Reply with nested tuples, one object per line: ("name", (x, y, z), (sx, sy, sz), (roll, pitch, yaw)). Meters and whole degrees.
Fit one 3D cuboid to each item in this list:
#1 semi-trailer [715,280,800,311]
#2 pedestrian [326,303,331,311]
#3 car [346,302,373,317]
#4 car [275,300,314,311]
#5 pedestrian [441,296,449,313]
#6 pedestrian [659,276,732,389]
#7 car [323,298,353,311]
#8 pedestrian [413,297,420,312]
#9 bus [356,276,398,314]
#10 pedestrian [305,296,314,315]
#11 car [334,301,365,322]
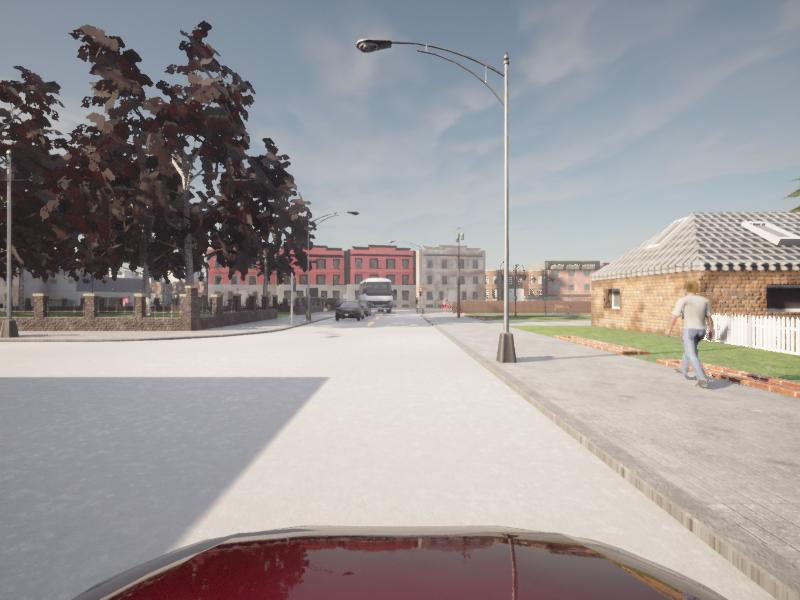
("semi-trailer", (54.148, -0.617, 58.331), (14.254, 4.402, 2.717), (0, 0, 0))
("pedestrian", (-9.221, 0.914, 51.768), (0.500, 1.100, 0.500), (0, 0, 0))
("car", (-3.869, 0.895, 39.441), (2.033, 1.411, 5.357), (0, 0, 1))
("car", (-15.324, 0.771, 58.379), (5.238, 1.638, 1.930), (0, 0, 0))
("pedestrian", (5.138, 0.525, 45.595), (0.751, 1.860, 0.751), (0, 0, -2))
("pedestrian", (5.112, 0.533, 6.964), (0.751, 1.860, 0.751), (0, 0, 7))
("car", (-8.933, 0.646, 57.914), (3.866, 1.878, 1.905), (0, 0, 11))
("pedestrian", (2.100, 0.525, 50.059), (0.751, 1.860, 0.751), (0, 0, 14))
("bus", (-3.123, -0.534, 50.402), (3.944, 4.253, 10.273), (0, 0, -11))
("pedestrian", (-9.205, 0.534, 40.526), (0.751, 1.860, 0.751), (0, 0, 1))
("car", (-3.937, 0.823, 32.015), (1.882, 1.535, 5.008), (0, 0, 0))
